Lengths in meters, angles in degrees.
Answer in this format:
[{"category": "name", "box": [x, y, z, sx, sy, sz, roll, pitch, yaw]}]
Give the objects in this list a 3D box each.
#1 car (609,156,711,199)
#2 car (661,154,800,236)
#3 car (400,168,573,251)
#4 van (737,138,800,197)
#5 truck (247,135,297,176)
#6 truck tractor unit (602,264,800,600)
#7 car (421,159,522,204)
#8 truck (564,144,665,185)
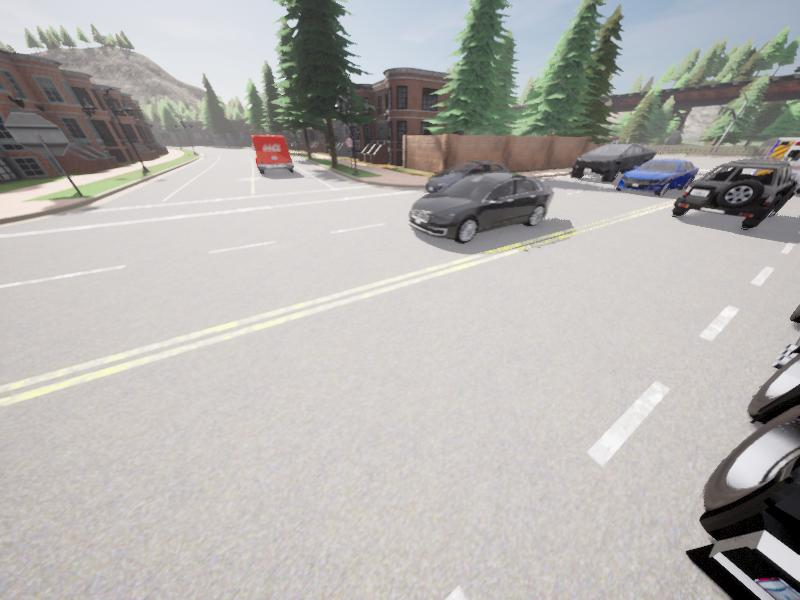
[{"category": "car", "box": [13.868, -6.656, 12.338, 5.008, 1.535, 1.882, -19, 39, -24]}, {"category": "car", "box": [11.674, -3.778, 7.881, 4.605, 1.855, 1.932, -18, 39, -24]}, {"category": "car", "box": [2.595, -2.971, 6.992, 4.892, 1.490, 1.837, -18, 39, -24]}, {"category": "van", "box": [22.278, -7.452, 12.764, 6.366, 2.431, 2.351, -18, 39, -24]}, {"category": "truck", "box": [-10.444, -11.872, 18.788, 2.627, 2.467, 5.204, -17, 39, -23]}, {"category": "truck tractor unit", "box": [5.106, -0.307, 0.779, 6.516, 4.208, 3.053, -18, 39, -24]}, {"category": "car", "box": [3.324, -5.774, 11.043, 4.193, 1.474, 1.816, -14, 38, -20]}, {"category": "truck", "box": [14.754, -9.481, 15.916, 6.274, 2.098, 2.390, -18, 39, -24]}]
